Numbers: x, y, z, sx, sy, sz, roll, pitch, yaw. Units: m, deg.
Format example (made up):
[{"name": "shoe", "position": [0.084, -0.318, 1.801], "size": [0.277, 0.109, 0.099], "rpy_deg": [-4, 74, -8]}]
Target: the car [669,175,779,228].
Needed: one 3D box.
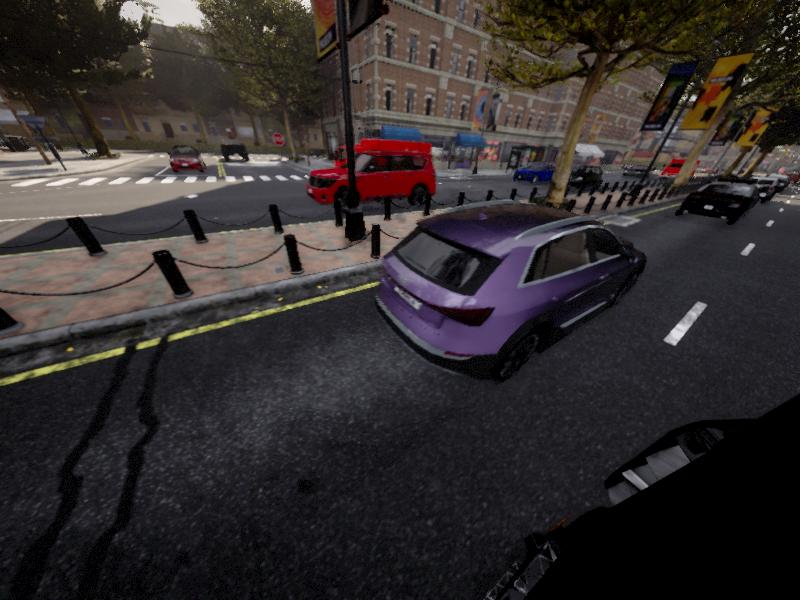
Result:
[{"name": "car", "position": [15.469, -4.853, 11.018], "size": [5.238, 1.638, 1.930], "rpy_deg": [-18, 39, -28]}]

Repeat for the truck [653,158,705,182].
[{"name": "truck", "position": [36.850, -17.175, 30.536], "size": [5.204, 2.467, 2.627], "rpy_deg": [-18, 39, -28]}]

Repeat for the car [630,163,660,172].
[{"name": "car", "position": [57.591, -31.259, 54.422], "size": [1.994, 1.385, 4.181], "rpy_deg": [-9, 35, -18]}]

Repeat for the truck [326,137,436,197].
[{"name": "truck", "position": [-0.985, -7.525, 12.995], "size": [5.204, 2.467, 2.627], "rpy_deg": [-17, 39, -28]}]

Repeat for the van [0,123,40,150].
[{"name": "van", "position": [-46.260, -18.095, 25.415], "size": [6.366, 2.431, 2.351], "rpy_deg": [-17, 39, -28]}]

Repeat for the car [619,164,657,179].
[{"name": "car", "position": [33.177, -17.921, 32.230], "size": [4.974, 1.542, 2.038], "rpy_deg": [-18, 39, -28]}]

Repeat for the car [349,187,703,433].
[{"name": "car", "position": [1.971, -0.588, 3.532], "size": [4.856, 1.649, 2.033], "rpy_deg": [-17, 39, -28]}]

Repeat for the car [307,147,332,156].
[{"name": "car", "position": [-15.949, -29.540, 46.027], "size": [4.181, 1.385, 1.994], "rpy_deg": [-17, 38, -27]}]

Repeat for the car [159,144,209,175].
[{"name": "car", "position": [-15.426, -10.249, 16.754], "size": [1.851, 1.617, 3.988], "rpy_deg": [-17, 38, -27]}]

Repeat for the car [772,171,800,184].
[{"name": "car", "position": [63.489, -19.995, 37.665], "size": [5.027, 1.651, 2.152], "rpy_deg": [-17, 39, -28]}]

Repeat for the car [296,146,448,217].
[{"name": "car", "position": [-0.966, -5.066, 9.678], "size": [5.566, 2.045, 2.150], "rpy_deg": [-17, 39, -28]}]

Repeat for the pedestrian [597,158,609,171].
[{"name": "pedestrian", "position": [37.122, -24.778, 42.266], "size": [0.751, 1.860, 0.751], "rpy_deg": [-16, 38, -26]}]

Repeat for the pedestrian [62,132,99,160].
[{"name": "pedestrian", "position": [-25.644, -12.344, 18.559], "size": [0.751, 1.860, 0.751], "rpy_deg": [6, 34, 5]}]

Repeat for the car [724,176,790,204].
[{"name": "car", "position": [26.745, -8.342, 17.321], "size": [3.806, 1.475, 1.970], "rpy_deg": [-17, 39, -28]}]

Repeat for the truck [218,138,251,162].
[{"name": "truck", "position": [-19.658, -17.784, 27.341], "size": [2.390, 2.098, 6.274], "rpy_deg": [-18, 39, -29]}]

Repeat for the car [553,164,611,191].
[{"name": "car", "position": [14.447, -9.753, 18.361], "size": [3.988, 1.617, 1.851], "rpy_deg": [-17, 39, -28]}]

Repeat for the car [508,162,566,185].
[{"name": "car", "position": [12.297, -11.337, 20.644], "size": [5.008, 1.535, 1.882], "rpy_deg": [-18, 39, -28]}]

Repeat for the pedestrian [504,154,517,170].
[{"name": "pedestrian", "position": [14.888, -18.577, 31.157], "size": [0.751, 1.860, 0.751], "rpy_deg": [-16, 38, -26]}]

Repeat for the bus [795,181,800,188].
[{"name": "bus", "position": [58.274, -17.181, 30.627], "size": [10.273, 4.253, 3.944], "rpy_deg": [-16, 38, -27]}]

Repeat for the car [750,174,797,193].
[{"name": "car", "position": [39.117, -12.248, 24.174], "size": [4.892, 1.490, 1.837], "rpy_deg": [-18, 39, -28]}]
